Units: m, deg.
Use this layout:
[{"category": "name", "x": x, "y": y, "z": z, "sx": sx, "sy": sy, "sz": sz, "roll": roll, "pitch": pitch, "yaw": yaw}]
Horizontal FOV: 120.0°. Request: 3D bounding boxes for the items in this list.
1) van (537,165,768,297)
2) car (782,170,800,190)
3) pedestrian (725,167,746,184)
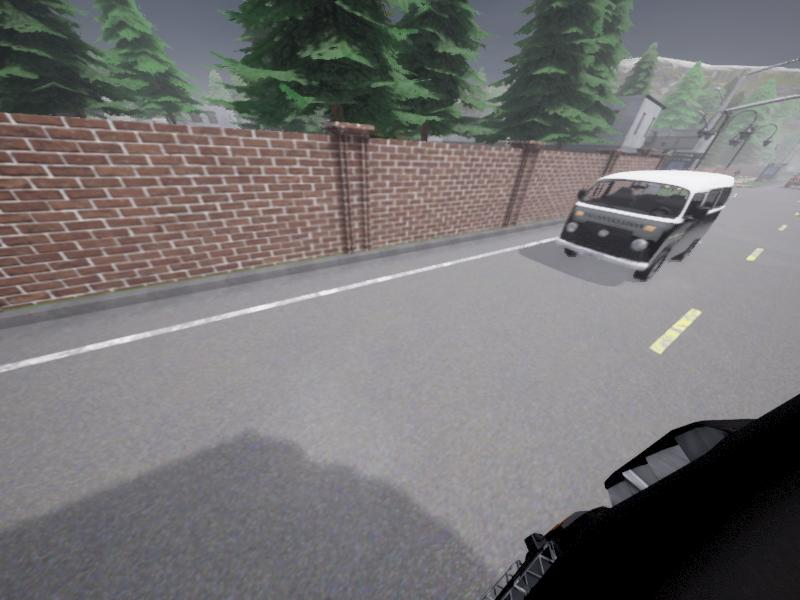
[{"category": "van", "x": 5.980, "y": -1.967, "z": 5.597, "sx": 4.480, "sy": 2.038, "sz": 2.069, "roll": -16, "pitch": 38, "yaw": -27}, {"category": "car", "x": 52.808, "y": -15.634, "z": 30.060, "sx": 5.566, "sy": 2.045, "sz": 2.150, "roll": -17, "pitch": 38, "yaw": -26}, {"category": "pedestrian", "x": 43.778, "y": -16.282, "z": 30.154, "sx": 0.751, "sy": 1.860, "sz": 0.751, "roll": -22, "pitch": 41, "yaw": -33}]
